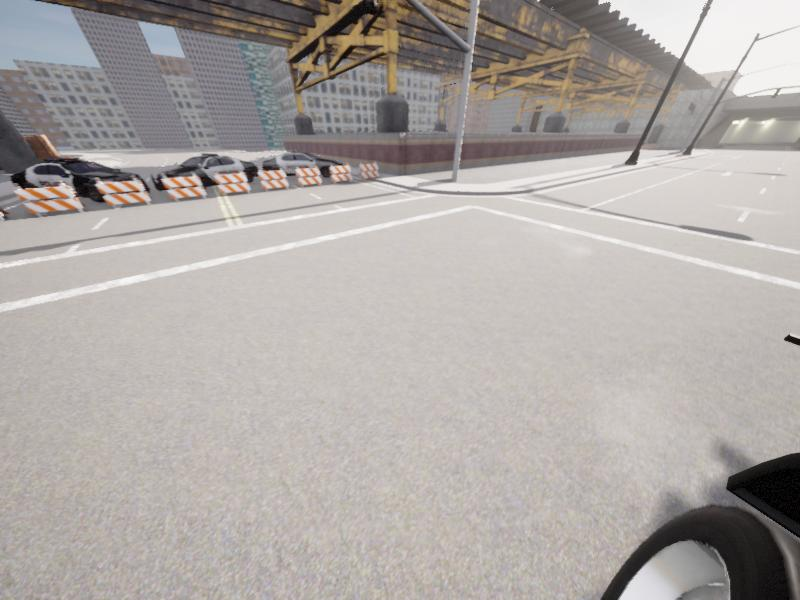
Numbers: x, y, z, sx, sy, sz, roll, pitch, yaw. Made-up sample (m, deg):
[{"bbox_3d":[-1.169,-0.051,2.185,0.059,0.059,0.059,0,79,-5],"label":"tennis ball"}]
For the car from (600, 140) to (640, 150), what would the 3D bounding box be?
[{"bbox_3d":[41.432,-29.354,43.665,4.974,1.542,2.038,5,36,7],"label":"car"}]

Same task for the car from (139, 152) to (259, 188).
[{"bbox_3d":[-10.354,-7.120,12.428,1.853,1.218,4.536,11,37,15],"label":"car"}]

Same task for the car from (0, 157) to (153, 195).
[{"bbox_3d":[-14.189,-5.548,10.240,4.536,1.218,1.853,5,36,7],"label":"car"}]

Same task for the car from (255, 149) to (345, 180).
[{"bbox_3d":[-6.427,-9.131,15.509,4.974,1.542,2.038,-4,35,-5],"label":"car"}]

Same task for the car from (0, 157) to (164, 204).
[{"bbox_3d":[-14.137,-5.415,10.324,4.974,1.542,2.038,5,36,7],"label":"car"}]

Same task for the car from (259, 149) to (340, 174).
[{"bbox_3d":[-6.479,-9.256,15.413,4.536,1.218,1.853,-4,35,-5],"label":"car"}]

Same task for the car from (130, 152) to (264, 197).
[{"bbox_3d":[-10.369,-6.963,12.479,2.038,1.542,4.974,11,37,15],"label":"car"}]
